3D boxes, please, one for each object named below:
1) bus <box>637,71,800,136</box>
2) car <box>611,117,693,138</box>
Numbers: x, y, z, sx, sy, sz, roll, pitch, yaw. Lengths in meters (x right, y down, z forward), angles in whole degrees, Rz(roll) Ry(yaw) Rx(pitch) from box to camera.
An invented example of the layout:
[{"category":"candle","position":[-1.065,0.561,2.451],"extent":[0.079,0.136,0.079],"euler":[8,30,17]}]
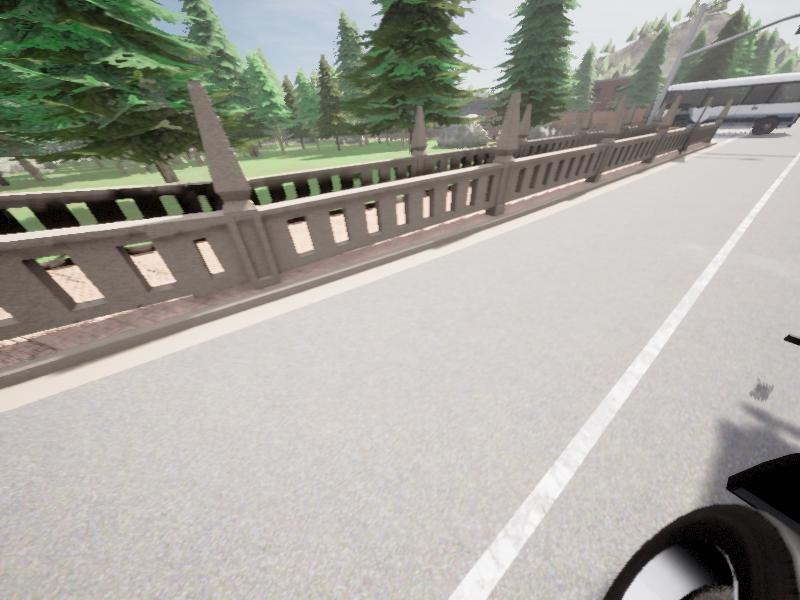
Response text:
[{"category":"bus","position":[31.550,-18.804,22.612],"extent":[3.944,4.253,10.273],"euler":[-26,43,-27]},{"category":"car","position":[26.297,-18.133,24.409],"extent":[1.801,1.575,5.366],"euler":[-24,42,-25]}]
